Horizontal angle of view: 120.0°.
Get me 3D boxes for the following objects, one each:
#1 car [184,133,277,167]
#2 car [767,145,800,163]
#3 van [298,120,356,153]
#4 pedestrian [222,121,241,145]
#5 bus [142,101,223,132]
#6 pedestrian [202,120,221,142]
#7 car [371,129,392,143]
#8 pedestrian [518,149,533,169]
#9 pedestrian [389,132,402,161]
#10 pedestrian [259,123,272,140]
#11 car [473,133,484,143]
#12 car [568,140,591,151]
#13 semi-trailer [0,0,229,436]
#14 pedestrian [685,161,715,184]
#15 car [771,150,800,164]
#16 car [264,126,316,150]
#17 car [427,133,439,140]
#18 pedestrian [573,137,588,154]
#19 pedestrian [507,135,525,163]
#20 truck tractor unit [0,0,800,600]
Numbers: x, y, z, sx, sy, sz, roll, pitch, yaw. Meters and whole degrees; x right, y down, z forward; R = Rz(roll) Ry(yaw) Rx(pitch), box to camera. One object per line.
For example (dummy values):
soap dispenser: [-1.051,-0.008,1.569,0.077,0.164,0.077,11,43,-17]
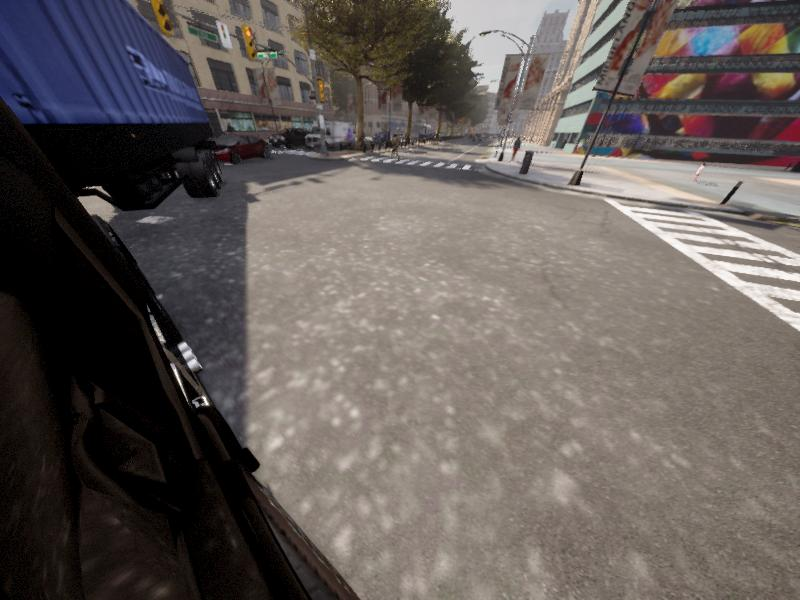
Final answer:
car: [-10.641,-9.962,15.119,2.163,1.488,4.792,7,37,6]
car: [61.805,-22.537,35.657,2.435,2.045,5.566,14,38,14]
van: [-7.277,-17.096,24.102,2.351,2.431,6.366,14,38,14]
pedestrian: [-17.114,-17.012,23.561,0.751,1.860,0.751,1,37,-2]
bus: [-41.524,-35.348,44.936,3.944,4.253,10.273,14,38,14]
pedestrian: [-20.843,-18.642,25.517,0.751,1.860,0.751,17,39,18]
car: [-3.313,-29.682,41.753,2.097,1.767,4.553,13,38,14]
pedestrian: [8.953,-10.077,16.507,0.500,1.100,0.500,10,37,9]
pedestrian: [-0.396,-12.247,18.458,0.751,1.860,0.751,19,40,21]
pedestrian: [-18.294,-22.919,31.409,0.751,1.860,0.751,16,39,17]
car: [19.731,-40.952,58.224,1.932,1.855,4.605,14,38,14]
car: [33.305,-28.855,43.013,2.161,1.482,4.786,14,38,14]
semi-trailer: [-6.899,-4.413,5.440,2.717,4.402,14.254,-16,41,-23]
pedestrian: [17.501,-7.446,13.508,0.500,1.100,0.500,20,40,21]
car: [61.810,-22.255,35.935,2.007,1.523,4.514,14,38,14]
car: [-11.157,-16.796,23.918,1.932,1.855,4.605,15,38,15]
car: [8.763,-43.185,60.901,1.812,1.442,4.674,14,38,14]
pedestrian: [24.641,-21.051,31.557,0.751,1.860,0.751,4,37,2]
pedestrian: [9.692,-12.655,19.375,0.751,1.860,0.751,21,40,23]
truck tractor unit: [-2.645,-0.295,0.351,6.516,4.208,3.053,28,44,30]
